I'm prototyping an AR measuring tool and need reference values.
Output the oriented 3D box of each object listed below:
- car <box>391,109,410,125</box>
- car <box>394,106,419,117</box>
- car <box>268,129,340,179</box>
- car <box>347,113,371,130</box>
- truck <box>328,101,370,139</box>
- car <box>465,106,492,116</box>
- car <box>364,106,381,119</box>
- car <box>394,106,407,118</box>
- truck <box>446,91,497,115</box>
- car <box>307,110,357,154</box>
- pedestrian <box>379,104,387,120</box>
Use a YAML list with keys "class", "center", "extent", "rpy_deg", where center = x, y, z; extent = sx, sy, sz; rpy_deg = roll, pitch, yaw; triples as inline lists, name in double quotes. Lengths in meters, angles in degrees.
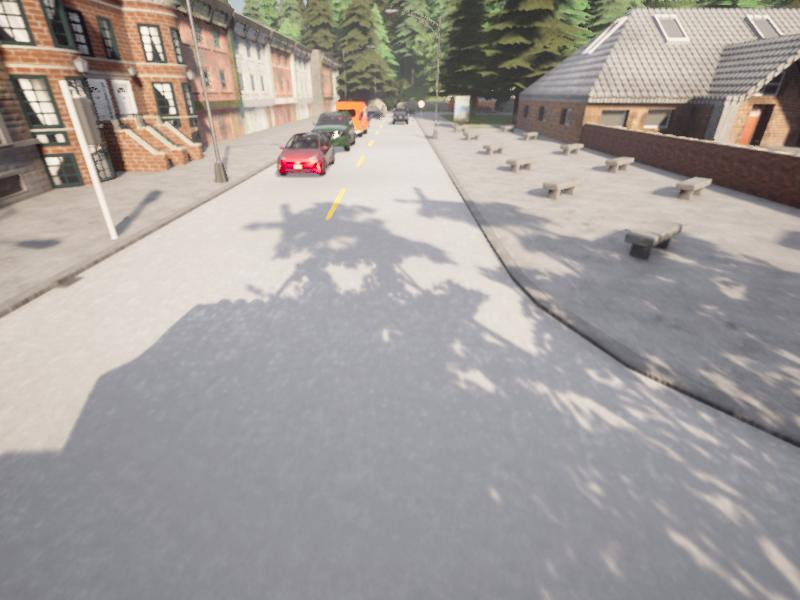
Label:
- class: "car"
  center: [0.053, -21.176, 46.230]
  extent: [2.033, 1.411, 5.357]
  rpy_deg: [0, 27, 0]
- class: "car"
  center: [1.117, -31.371, 66.407]
  extent: [1.837, 1.490, 4.892]
  rpy_deg: [17, 32, 29]
- class: "car"
  center: [-4.003, -6.505, 17.547]
  extent: [2.007, 1.525, 4.514]
  rpy_deg: [0, 27, 0]
- class: "car"
  center: [-3.957, -17.701, 39.552]
  extent: [1.895, 1.301, 4.718]
  rpy_deg: [0, 27, 0]
- class: "truck"
  center: [-3.982, -14.575, 32.194]
  extent: [2.627, 2.467, 5.204]
  rpy_deg: [0, 27, 0]
- class: "car"
  center: [13.598, -32.937, 69.682]
  extent: [4.181, 1.385, 1.994]
  rpy_deg: [0, 27, 0]
- class: "car"
  center: [-3.916, -26.964, 57.344]
  extent: [2.163, 1.488, 4.792]
  rpy_deg: [0, 27, 0]
- class: "car"
  center: [0.081, -27.356, 58.126]
  extent: [1.837, 1.490, 4.892]
  rpy_deg: [0, 27, 0]
- class: "truck"
  center: [12.929, -35.857, 72.682]
  extent: [8.468, 3.827, 2.891]
  rpy_deg: [0, 27, 0]
- class: "car"
  center: [-4.008, -10.488, 24.717]
  extent: [2.150, 2.045, 5.566]
  rpy_deg: [0, 27, 0]
- class: "pedestrian"
  center: [-2.165, -24.324, 51.760]
  extent: [0.751, 1.860, 0.751]
  rpy_deg: [-11, 29, -21]
